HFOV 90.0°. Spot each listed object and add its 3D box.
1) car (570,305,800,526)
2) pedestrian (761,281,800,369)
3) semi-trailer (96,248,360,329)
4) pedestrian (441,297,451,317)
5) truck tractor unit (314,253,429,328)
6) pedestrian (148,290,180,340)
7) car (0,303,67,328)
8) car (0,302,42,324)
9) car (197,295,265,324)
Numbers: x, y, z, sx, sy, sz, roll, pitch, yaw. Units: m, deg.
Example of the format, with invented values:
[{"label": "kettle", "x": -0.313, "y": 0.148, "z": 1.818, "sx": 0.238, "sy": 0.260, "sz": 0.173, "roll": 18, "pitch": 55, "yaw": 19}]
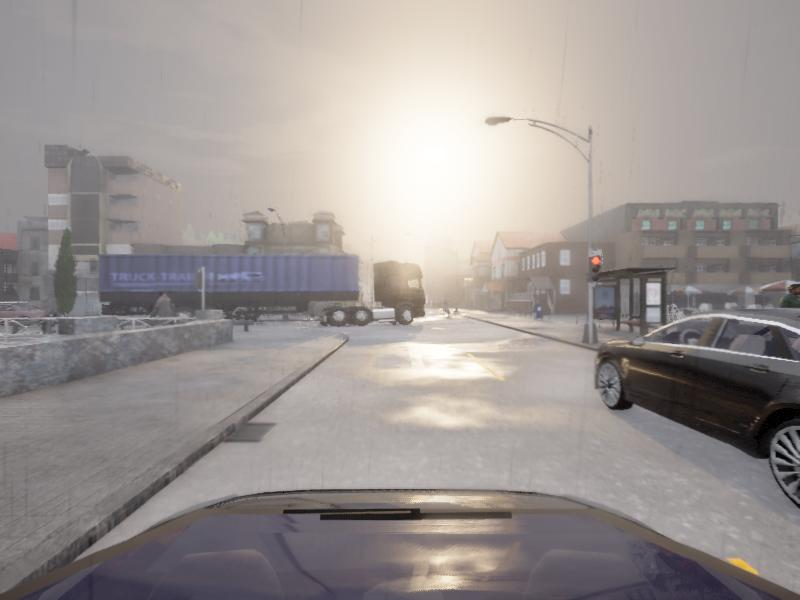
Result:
[{"label": "car", "x": 3.905, "y": 0.835, "z": 4.308, "sx": 2.128, "sy": 1.511, "sz": 4.902, "roll": 0, "pitch": 0, "yaw": 1}, {"label": "pedestrian", "x": 8.611, "y": 0.530, "z": 8.820, "sx": 0.751, "sy": 1.860, "sz": 0.751, "roll": 0, "pitch": 0, "yaw": -28}, {"label": "semi-trailer", "x": -9.557, "y": -0.628, "z": 23.775, "sx": 14.254, "sy": 4.402, "sz": 2.717, "roll": 0, "pitch": 0, "yaw": -6}, {"label": "pedestrian", "x": 4.211, "y": 0.626, "z": 36.638, "sx": 0.751, "sy": 1.860, "sz": 0.751, "roll": 0, "pitch": 0, "yaw": -15}, {"label": "truck tractor unit", "x": -1.819, "y": -0.521, "z": 25.113, "sx": 6.516, "sy": 4.208, "sz": 3.053, "roll": 0, "pitch": 0, "yaw": -23}, {"label": "pedestrian", "x": -8.997, "y": 0.542, "z": 15.279, "sx": 0.751, "sy": 1.860, "sz": 0.751, "roll": 0, "pitch": 0, "yaw": 2}, {"label": "car", "x": -22.391, "y": 0.900, "z": 23.392, "sx": 4.181, "sy": 1.385, "sz": 1.994, "roll": 0, "pitch": 0, "yaw": 0}, {"label": "car", "x": -27.287, "y": 0.845, "z": 27.401, "sx": 3.806, "sy": 1.475, "sz": 1.970, "roll": 0, "pitch": 0, "yaw": 0}, {"label": "car", "x": -11.525, "y": 0.637, "z": 27.430, "sx": 3.866, "sy": 1.878, "sz": 1.905, "roll": 0, "pitch": 0, "yaw": -1}]
